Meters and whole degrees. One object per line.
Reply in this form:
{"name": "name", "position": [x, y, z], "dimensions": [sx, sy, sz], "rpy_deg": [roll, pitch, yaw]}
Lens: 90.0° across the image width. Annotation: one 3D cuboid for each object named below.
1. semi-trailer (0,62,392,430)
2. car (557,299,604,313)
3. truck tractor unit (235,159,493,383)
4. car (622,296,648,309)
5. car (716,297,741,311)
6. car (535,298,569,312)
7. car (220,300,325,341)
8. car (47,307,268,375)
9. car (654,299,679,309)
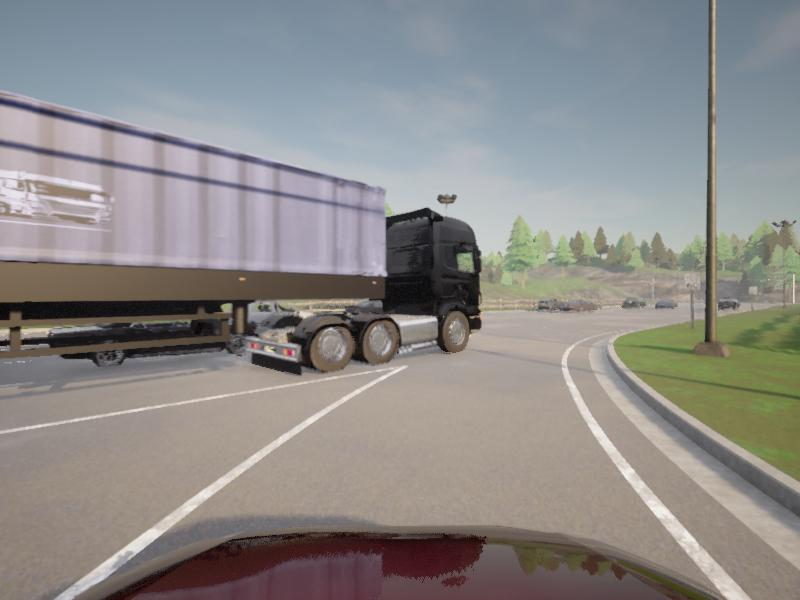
{"name": "semi-trailer", "position": [-6.200, -0.646, 5.309], "dimensions": [14.254, 4.402, 2.717], "rpy_deg": [0, 0, -45]}
{"name": "car", "position": [19.588, 0.658, 43.406], "dimensions": [5.357, 1.411, 2.033], "rpy_deg": [0, 0, -32]}
{"name": "truck tractor unit", "position": [-0.586, -0.582, 10.884], "dimensions": [6.516, 4.208, 3.053], "rpy_deg": [-1, 1, -45]}
{"name": "car", "position": [34.355, 0.375, 58.487], "dimensions": [4.553, 1.767, 2.097], "rpy_deg": [0, 0, -43]}
{"name": "car", "position": [42.595, 0.487, 51.828], "dimensions": [5.238, 1.638, 1.930], "rpy_deg": [0, 0, -43]}
{"name": "car", "position": [18.301, 0.567, 48.136], "dimensions": [4.514, 1.525, 2.007], "rpy_deg": [0, 0, -43]}
{"name": "car", "position": [-5.142, 0.738, 16.357], "dimensions": [3.633, 1.501, 1.845], "rpy_deg": [0, 0, -43]}
{"name": "car", "position": [-6.156, 0.887, 10.585], "dimensions": [4.718, 1.301, 1.895], "rpy_deg": [0, 0, -43]}
{"name": "car", "position": [38.212, 0.595, 57.316], "dimensions": [4.181, 1.385, 1.994], "rpy_deg": [0, 0, -43]}
